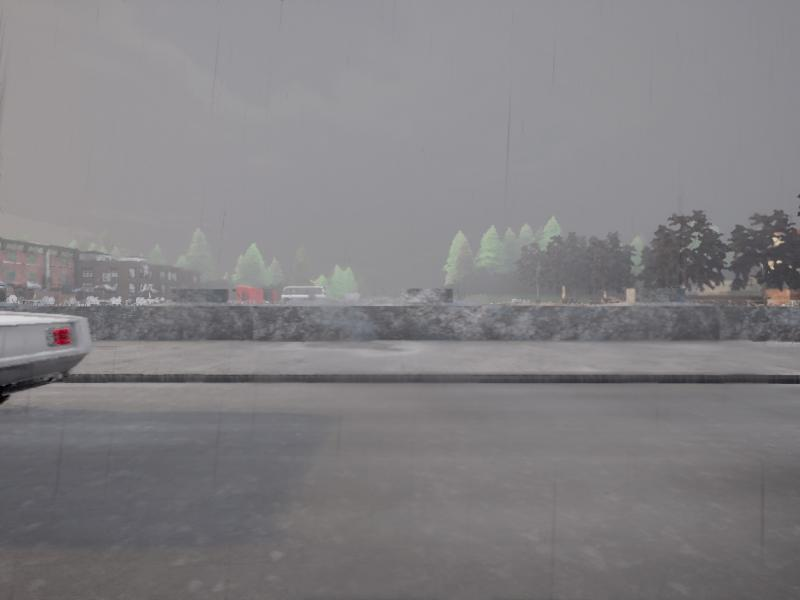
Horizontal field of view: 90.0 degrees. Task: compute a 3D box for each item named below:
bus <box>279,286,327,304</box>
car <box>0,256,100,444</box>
[{"bbox_3d":[-22.488,-1.131,93.178,10.273,4.253,3.944,0,0,0],"label":"bus"},{"bbox_3d":[-5.125,0.346,2.749,4.718,1.301,1.895,0,0,0],"label":"car"}]
